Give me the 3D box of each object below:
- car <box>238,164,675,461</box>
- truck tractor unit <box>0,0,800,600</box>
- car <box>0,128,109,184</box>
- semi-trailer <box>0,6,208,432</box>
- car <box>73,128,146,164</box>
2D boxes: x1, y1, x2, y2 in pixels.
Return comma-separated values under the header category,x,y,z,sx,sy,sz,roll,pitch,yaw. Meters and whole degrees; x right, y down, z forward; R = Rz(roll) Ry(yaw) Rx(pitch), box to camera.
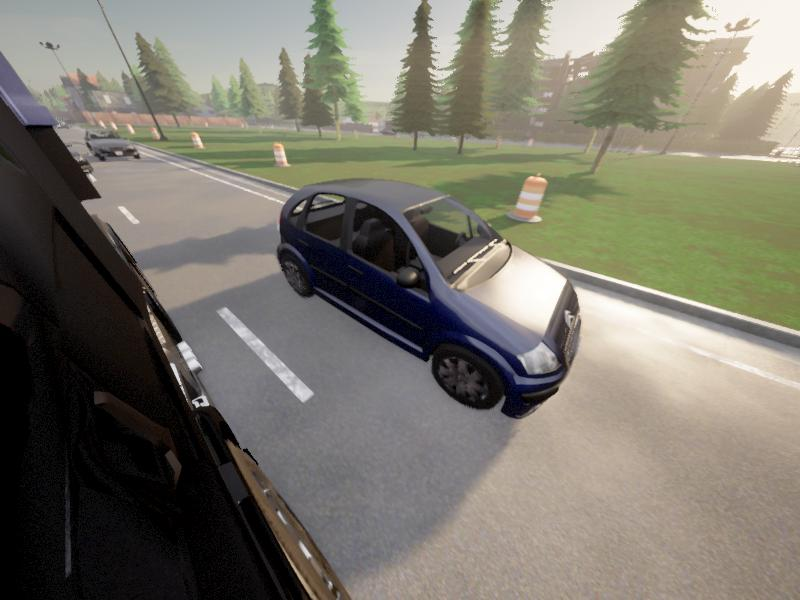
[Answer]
category,x,y,z,sx,sy,sz,roll,pitch,yaw
car,0.103,-0.524,2.970,3.988,1.617,1.851,27,43,29
truck tractor unit,-2.645,-0.295,0.351,6.516,4.208,3.053,28,44,30
car,-15.589,-6.224,9.810,4.902,1.511,2.128,17,37,18
semi-trailer,-9.084,-3.293,3.835,14.254,4.402,2.717,23,42,26
car,-17.542,-9.381,13.933,4.193,1.474,1.816,27,43,29
